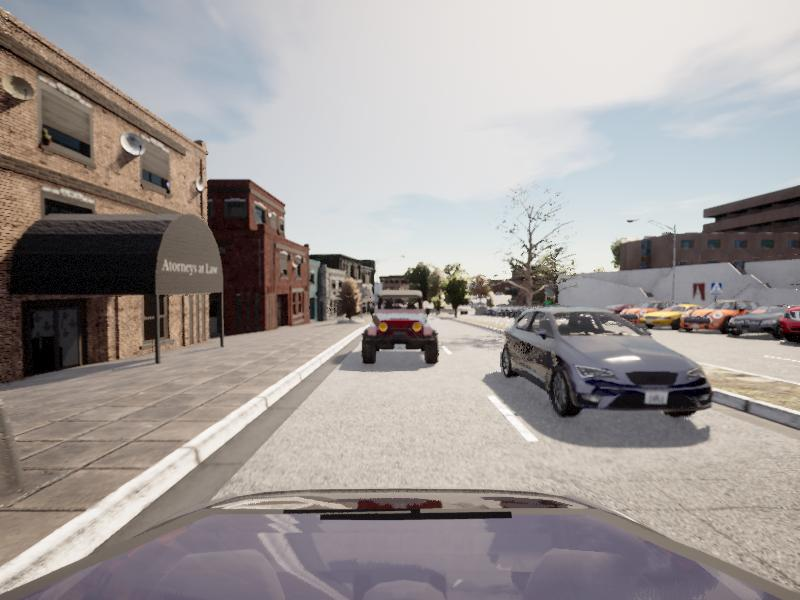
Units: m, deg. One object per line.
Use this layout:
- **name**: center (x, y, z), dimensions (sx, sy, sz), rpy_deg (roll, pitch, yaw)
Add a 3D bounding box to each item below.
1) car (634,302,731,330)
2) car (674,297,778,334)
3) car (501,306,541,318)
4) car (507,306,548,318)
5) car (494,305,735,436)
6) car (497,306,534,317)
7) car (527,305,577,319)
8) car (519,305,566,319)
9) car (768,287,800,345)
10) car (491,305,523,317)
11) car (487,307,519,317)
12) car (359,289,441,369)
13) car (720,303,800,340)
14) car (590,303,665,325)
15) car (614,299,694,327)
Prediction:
- **car**: center (16.796, 0.933, 23.785), dimensions (5.366, 1.575, 1.946), rpy_deg (1, -1, -20)
- **car**: center (16.997, 0.782, 20.889), dimensions (4.553, 1.767, 2.185), rpy_deg (1, -1, -20)
- **car**: center (17.080, 1.679, 56.505), dimensions (4.892, 1.521, 2.231), rpy_deg (1, -2, -18)
- **car**: center (17.023, 1.592, 53.547), dimensions (4.892, 1.521, 2.231), rpy_deg (1, -2, -19)
- **car**: center (3.002, 0.852, 6.766), dimensions (1.816, 1.474, 4.193), rpy_deg (0, 0, 0)
- **car**: center (17.164, 1.769, 59.458), dimensions (4.892, 1.521, 2.231), rpy_deg (1, -2, -18)
- **car**: center (16.986, 1.341, 44.675), dimensions (5.008, 1.535, 2.097), rpy_deg (1, -1, -20)
- **car**: center (16.992, 1.421, 47.637), dimensions (5.008, 1.535, 2.097), rpy_deg (1, -1, -20)
- **car**: center (16.940, 0.605, 14.913), dimensions (5.566, 2.045, 2.435), rpy_deg (1, 0, -20)
- **car**: center (17.454, 1.827, 65.365), dimensions (4.553, 1.767, 2.185), rpy_deg (2, -2, -16)
- **car**: center (17.581, 2.044, 68.301), dimensions (5.008, 1.535, 2.097), rpy_deg (2, -2, -16)
- **car**: center (0.002, 0.650, 11.284), dimensions (1.905, 1.878, 3.866), rpy_deg (0, 1, 0)
- **car**: center (16.966, 0.918, 17.903), dimensions (4.674, 1.452, 2.002), rpy_deg (1, 0, -20)
- **car**: center (16.965, 1.025, 29.807), dimensions (5.008, 1.535, 2.097), rpy_deg (1, -1, -20)
- **car**: center (17.003, 0.854, 26.841), dimensions (4.553, 1.767, 2.185), rpy_deg (1, -1, -20)
